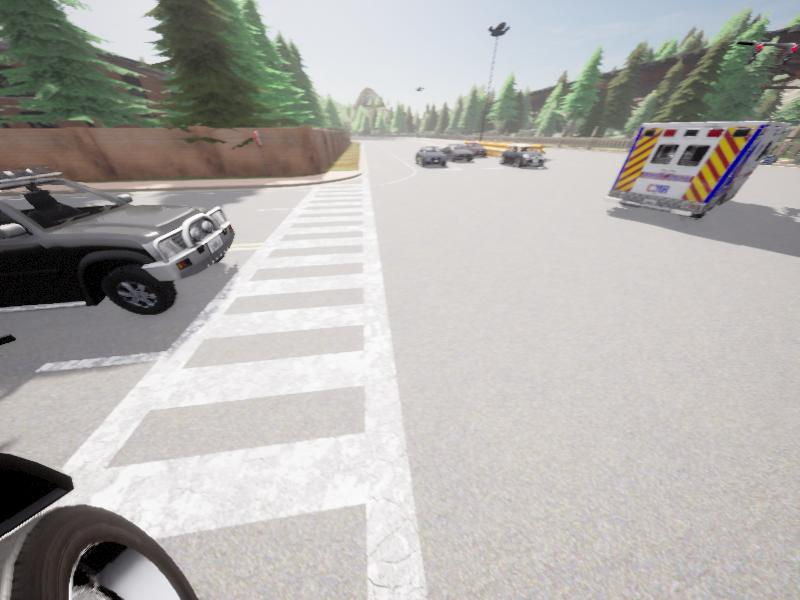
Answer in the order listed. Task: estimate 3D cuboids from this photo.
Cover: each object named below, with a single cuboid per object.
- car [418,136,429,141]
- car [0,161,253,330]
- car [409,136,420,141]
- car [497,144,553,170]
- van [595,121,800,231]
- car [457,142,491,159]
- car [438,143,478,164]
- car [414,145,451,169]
[{"bbox_3d":[8.882,-60.928,87.099,1.895,1.301,4.718,-15,38,-19],"label":"car"},{"bbox_3d":[-5.413,-0.922,3.551,4.605,1.855,1.932,-5,36,-7],"label":"car"},{"bbox_3d":[5.438,-60.493,86.407,2.128,1.511,4.902,-15,38,-19],"label":"car"},{"bbox_3d":[9.762,-11.503,18.428,1.970,1.475,3.806,-5,36,-6],"label":"car"},{"bbox_3d":[10.091,-4.467,7.857,6.366,2.431,2.351,-20,41,-25],"label":"van"},{"bbox_3d":[8.306,-17.109,26.305,1.994,1.385,4.181,-6,36,-8],"label":"car"},{"bbox_3d":[5.532,-14.555,22.767,2.033,1.411,5.357,-5,36,-6],"label":"car"},{"bbox_3d":[2.557,-12.078,19.380,1.994,1.385,4.181,-5,36,-6],"label":"car"}]
